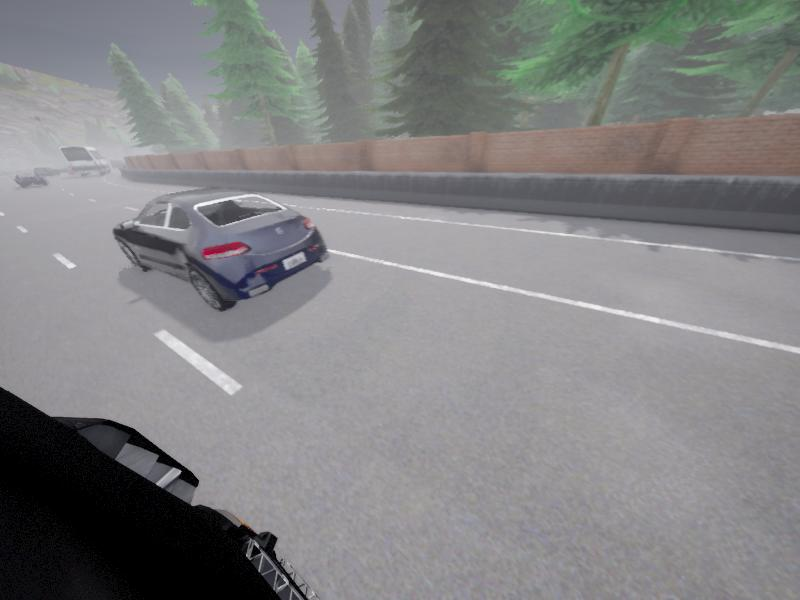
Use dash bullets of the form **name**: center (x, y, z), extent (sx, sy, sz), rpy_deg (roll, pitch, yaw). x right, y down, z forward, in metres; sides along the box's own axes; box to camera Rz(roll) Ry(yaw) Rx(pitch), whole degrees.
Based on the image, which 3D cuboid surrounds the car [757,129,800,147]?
- **car**: center (42.965, -17.811, 25.390), extent (2.038, 1.542, 4.974), rpy_deg (16, 38, 27)

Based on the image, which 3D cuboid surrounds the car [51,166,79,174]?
- **car**: center (-78.332, -30.466, 54.102), extent (1.895, 1.301, 4.718), rpy_deg (-20, 38, -24)

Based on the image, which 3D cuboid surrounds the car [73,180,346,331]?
- **car**: center (-3.893, -1.387, 4.811), extent (5.027, 1.651, 2.152), rpy_deg (16, 38, 26)

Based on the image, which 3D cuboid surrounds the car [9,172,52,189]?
- **car**: center (-42.386, -13.871, 26.647), extent (4.718, 1.301, 1.895), rpy_deg (24, 42, 34)

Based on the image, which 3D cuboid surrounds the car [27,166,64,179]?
- **car**: center (-64.440, -23.354, 42.144), extent (2.033, 1.649, 4.856), rpy_deg (-25, 40, -29)

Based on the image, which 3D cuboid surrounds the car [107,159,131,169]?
- **car**: center (-83.924, -40.701, 69.105), extent (2.150, 2.045, 5.566), rpy_deg (-16, 36, -18)

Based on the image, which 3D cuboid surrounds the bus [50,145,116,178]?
- **bus**: center (-54.996, -24.383, 40.602), extent (3.944, 4.253, 10.273), rpy_deg (-28, 41, -32)
